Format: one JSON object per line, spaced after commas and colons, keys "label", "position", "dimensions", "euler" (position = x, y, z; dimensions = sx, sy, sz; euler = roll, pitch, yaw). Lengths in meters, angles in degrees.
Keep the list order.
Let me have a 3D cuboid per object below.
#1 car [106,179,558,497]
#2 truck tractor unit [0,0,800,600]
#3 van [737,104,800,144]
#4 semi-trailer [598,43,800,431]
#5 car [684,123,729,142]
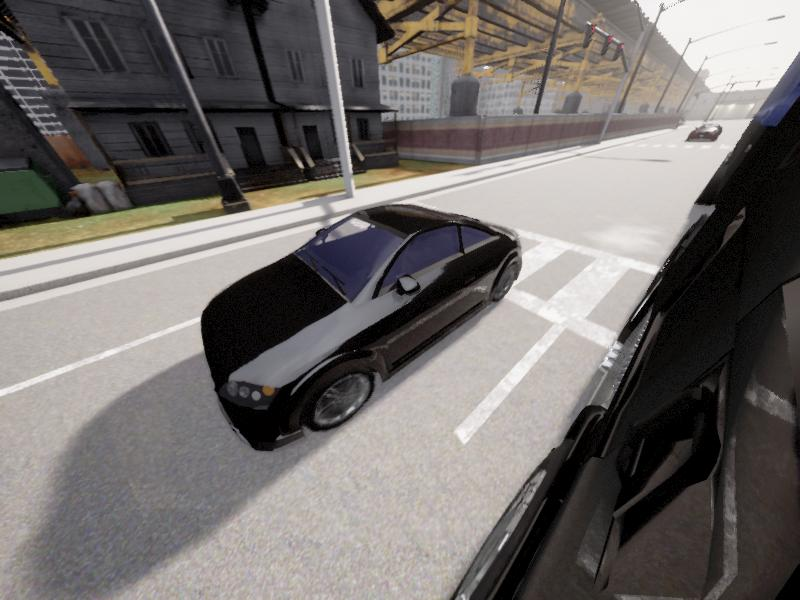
{"label": "car", "position": [-0.172, -0.369, 2.986], "dimensions": [4.181, 1.385, 1.994], "euler": [-28, 44, -30]}
{"label": "truck tractor unit", "position": [2.645, -0.295, 0.352], "dimensions": [6.516, 4.208, 3.053], "euler": [-28, 44, -30]}
{"label": "van", "position": [33.157, -15.868, 20.833], "dimensions": [5.915, 2.561, 1.988], "euler": [-28, 44, -30]}
{"label": "semi-trailer", "position": [8.693, -3.593, 4.254], "dimensions": [14.254, 4.402, 2.717], "euler": [-28, 44, -30]}
{"label": "car", "position": [31.187, -17.078, 23.525], "dimensions": [4.181, 1.385, 1.994], "euler": [-27, 43, -29]}
